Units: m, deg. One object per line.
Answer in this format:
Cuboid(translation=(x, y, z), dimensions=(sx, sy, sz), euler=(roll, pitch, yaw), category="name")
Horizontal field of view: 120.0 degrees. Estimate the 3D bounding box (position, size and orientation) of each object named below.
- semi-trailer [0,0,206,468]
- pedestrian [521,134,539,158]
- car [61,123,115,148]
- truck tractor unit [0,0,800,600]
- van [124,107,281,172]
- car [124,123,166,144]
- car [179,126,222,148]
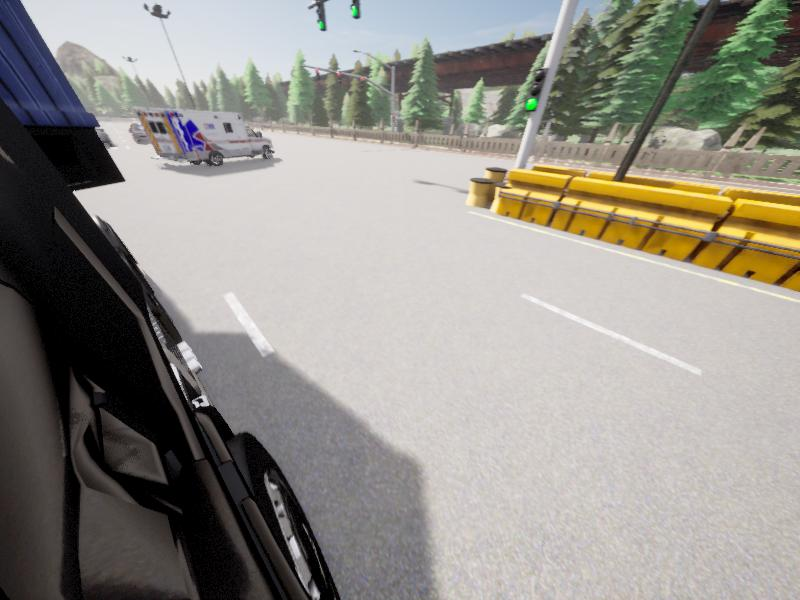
Cuboid(translation=(-10.099, -1.192, 0.917), dimensions=(14.254, 4.402, 2.717), euler=(0, 36, -3), category="semi-trailer")
Cuboid(translation=(12.518, -14.833, 22.251), dimensions=(0.751, 1.860, 0.751), euler=(-30, 47, -35), category="pedestrian")
Cuboid(translation=(-24.950, -13.251, 18.596), dimensions=(1.994, 1.385, 4.181), euler=(-30, 48, -35), category="car")
Cuboid(translation=(-2.645, -0.295, 0.351), dimensions=(6.516, 4.208, 3.053), euler=(28, 44, 30), category="truck tractor unit")
Cuboid(translation=(-10.573, -9.417, 13.489), dimensions=(2.351, 2.431, 6.366), euler=(15, 39, 15), category="van")
Cuboid(translation=(-25.134, -16.356, 22.693), dimensions=(2.033, 1.411, 5.357), euler=(-30, 48, -35), category="car")
Cuboid(translation=(-18.554, -15.210, 21.496), dimensions=(1.970, 1.475, 3.806), euler=(-30, 48, -35), category="car")
